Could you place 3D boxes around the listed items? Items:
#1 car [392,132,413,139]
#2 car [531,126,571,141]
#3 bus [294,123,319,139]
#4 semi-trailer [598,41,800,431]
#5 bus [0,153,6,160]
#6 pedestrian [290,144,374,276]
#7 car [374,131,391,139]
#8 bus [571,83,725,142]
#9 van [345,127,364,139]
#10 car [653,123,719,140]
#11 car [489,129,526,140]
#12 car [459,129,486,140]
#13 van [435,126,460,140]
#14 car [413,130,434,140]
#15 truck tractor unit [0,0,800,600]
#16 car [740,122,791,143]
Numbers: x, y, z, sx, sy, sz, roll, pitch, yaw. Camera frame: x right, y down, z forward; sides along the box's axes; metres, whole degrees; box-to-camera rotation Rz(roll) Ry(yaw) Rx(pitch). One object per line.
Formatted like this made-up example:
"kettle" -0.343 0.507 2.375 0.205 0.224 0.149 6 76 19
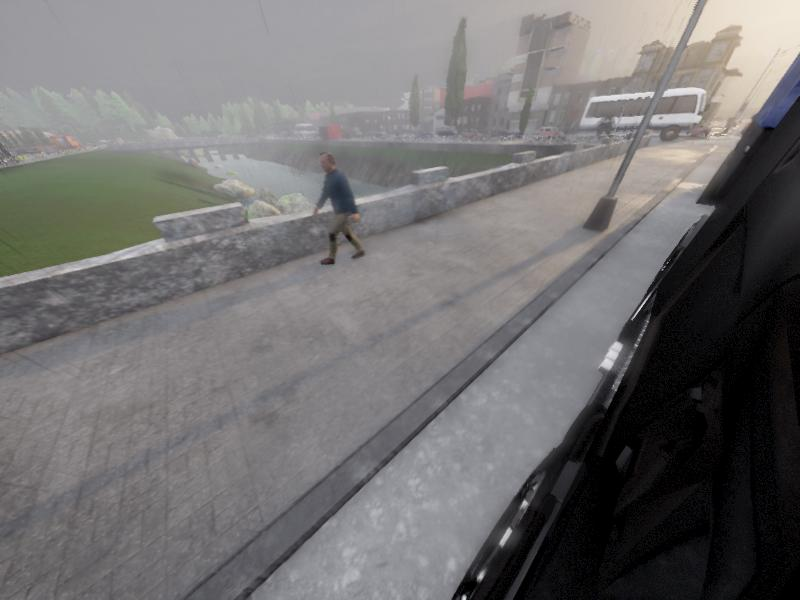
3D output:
"car" 0.545 -36.550 51.336 1.895 1.301 4.718 -28 44 -30
"car" 20.631 -22.810 31.669 1.970 1.475 3.806 -28 44 -30
"bus" -34.410 -61.837 84.659 3.944 4.253 10.273 -28 44 -30
"semi-trailer" 8.698 -3.597 4.241 14.254 4.402 2.717 -28 44 -30
"bus" -67.455 -23.270 35.060 3.944 4.253 10.273 -28 44 -30
"pedestrian" -1.056 -1.473 3.891 0.751 1.860 0.751 -28 44 -30
"car" -4.264 -39.913 55.982 1.812 1.442 4.674 -28 44 -30
"bus" 26.263 -20.193 25.532 3.944 4.253 10.273 -29 44 -31
"van" -12.533 -46.013 63.701 1.988 2.561 5.915 -28 43 -30
"car" 31.984 -19.031 26.054 4.181 1.385 1.994 19 42 26
"car" 16.552 -25.550 35.716 1.895 1.301 4.718 -28 44 -30
"car" 12.406 -28.467 39.701 1.970 1.475 3.806 -28 44 -30
"van" 8.793 -31.150 43.069 1.775 1.987 4.442 -28 44 -30
"car" 4.746 -33.733 47.180 1.816 1.474 4.193 -28 44 -30
"truck tractor unit" 2.645 -0.295 0.351 6.516 4.208 3.053 -28 44 -30
"car" 32.620 -15.018 20.719 4.718 1.301 1.895 -28 44 -30
